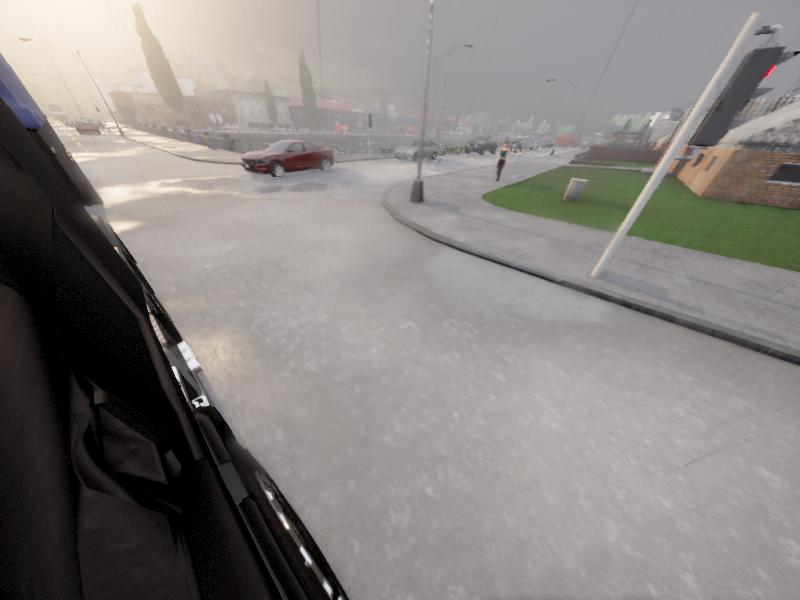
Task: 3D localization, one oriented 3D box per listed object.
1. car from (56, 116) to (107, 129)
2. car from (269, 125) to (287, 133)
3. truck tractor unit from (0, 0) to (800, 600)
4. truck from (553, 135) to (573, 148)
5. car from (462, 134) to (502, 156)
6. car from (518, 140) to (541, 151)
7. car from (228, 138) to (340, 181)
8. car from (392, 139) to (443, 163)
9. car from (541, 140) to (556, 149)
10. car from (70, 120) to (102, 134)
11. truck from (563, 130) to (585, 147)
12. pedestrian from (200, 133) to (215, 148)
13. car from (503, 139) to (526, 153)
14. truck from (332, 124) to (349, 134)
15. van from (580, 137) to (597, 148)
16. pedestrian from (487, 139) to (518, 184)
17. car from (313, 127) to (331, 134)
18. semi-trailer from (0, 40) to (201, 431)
[{"bbox_3d":[-57.142,-31.917,41.606,2.038,1.542,4.974,8,37,6],"label":"car"},{"bbox_3d":[-34.977,-49.116,66.251,1.851,1.617,3.988,28,43,30],"label":"car"},{"bbox_3d":[-2.645,-0.295,0.351,6.516,4.208,3.053,28,44,30],"label":"truck tractor unit"},{"bbox_3d":[42.133,-40.911,59.651,2.627,2.467,5.204,28,43,30],"label":"truck"},{"bbox_3d":[10.136,-19.038,28.340,2.150,2.045,5.566,29,44,31],"label":"car"},{"bbox_3d":[23.429,-27.863,41.575,2.038,1.542,4.974,28,44,30],"label":"car"},{"bbox_3d":[-5.779,-7.670,12.355,1.882,1.535,5.008,22,40,24],"label":"car"},{"bbox_3d":[1.581,-13.045,20.113,2.007,1.525,4.514,28,43,30],"label":"car"},{"bbox_3d":[32.452,-33.987,50.436,1.789,1.549,3.705,28,43,30],"label":"car"},{"bbox_3d":[-42.933,-23.679,31.593,4.181,1.385,1.994,28,43,30],"label":"car"},{"bbox_3d":[51.781,-47.985,68.705,2.891,3.827,8.468,28,43,30],"label":"truck"},{"bbox_3d":[-16.921,-14.013,20.300,0.500,1.100,0.500,28,43,30],"label":"pedestrian"},{"bbox_3d":[17.934,-24.167,36.155,1.851,1.617,3.988,28,43,30],"label":"car"},{"bbox_3d":[-20.540,-59.247,80.164,2.627,2.467,5.204,28,44,30],"label":"truck"},{"bbox_3d":[54.321,-45.454,66.634,2.351,2.431,6.366,28,43,30],"label":"van"},{"bbox_3d":[5.204,-7.050,11.773,0.751,1.860,0.751,26,43,28],"label":"pedestrian"},{"bbox_3d":[-25.496,-55.561,75.557,1.930,1.638,5.238,28,43,30],"label":"car"},{"bbox_3d":[-8.697,-3.598,4.242,14.254,4.402,2.717,28,43,30],"label":"semi-trailer"}]
